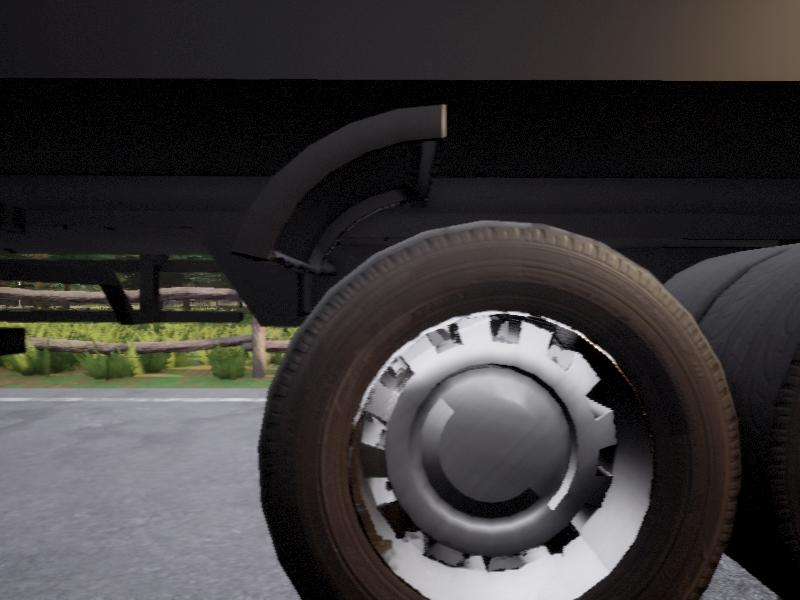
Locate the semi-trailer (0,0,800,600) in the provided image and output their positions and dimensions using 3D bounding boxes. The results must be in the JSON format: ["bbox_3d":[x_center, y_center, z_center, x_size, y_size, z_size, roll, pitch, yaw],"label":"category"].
[{"bbox_3d":[-1.128,-1.218,2.226,14.254,4.402,2.717,0,0,0],"label":"semi-trailer"}]
